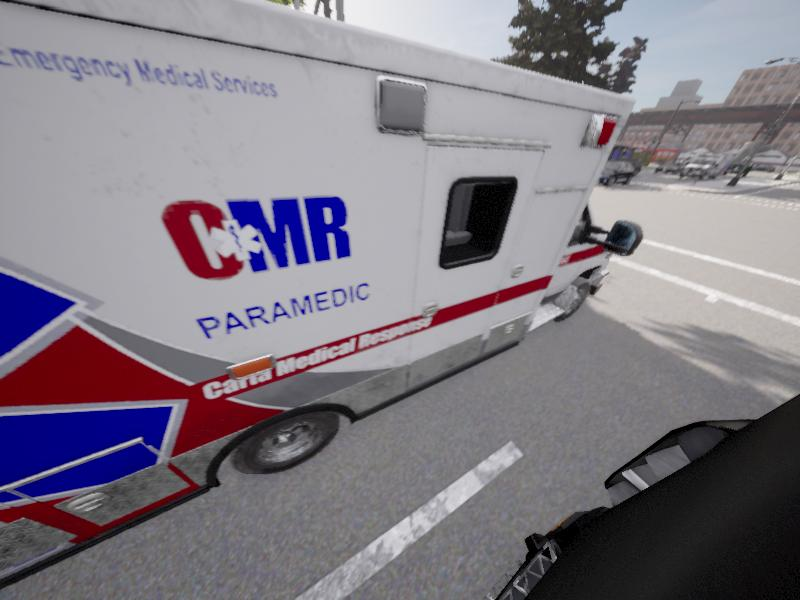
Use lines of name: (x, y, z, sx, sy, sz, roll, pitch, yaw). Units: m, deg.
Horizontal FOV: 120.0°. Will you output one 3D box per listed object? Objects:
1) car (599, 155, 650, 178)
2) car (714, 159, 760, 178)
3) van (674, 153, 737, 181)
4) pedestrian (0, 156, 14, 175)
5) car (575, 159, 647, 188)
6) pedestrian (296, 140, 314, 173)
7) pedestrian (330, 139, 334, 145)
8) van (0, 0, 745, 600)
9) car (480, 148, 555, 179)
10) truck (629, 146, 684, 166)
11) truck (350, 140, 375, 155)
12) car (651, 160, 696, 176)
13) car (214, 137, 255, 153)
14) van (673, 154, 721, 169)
car: (24.250, -14.413, 24.966, 4.605, 1.855, 1.932, -15, 38, -25)
car: (47.809, -18.731, 32.794, 5.566, 2.045, 2.150, -15, 38, -25)
van: (35.419, -15.468, 26.802, 6.366, 2.431, 2.351, -16, 38, -25)
pedestrian: (-18.809, -6.386, 10.387, 0.751, 1.300, 0.751, -15, 38, -25)
car: (16.433, -9.899, 18.025, 4.856, 1.649, 2.033, -15, 38, -25)
pedestrian: (-6.468, -9.823, 15.805, 0.751, 1.860, 0.751, -14, 38, -23)
pedestrian: (-24.392, -56.533, 82.777, 0.751, 1.860, 0.751, -15, 38, -24)
van: (-0.031, -0.559, 2.476, 6.366, 2.431, 2.351, -15, 38, -24)
car: (10.580, -12.752, 21.424, 5.566, 2.045, 2.150, 10, 35, 10)
truck: (66.418, -37.618, 60.183, 2.891, 3.827, 8.468, -15, 38, -24)
truck: (-7.247, -29.066, 44.033, 2.390, 2.098, 6.274, -16, 38, -25)
car: (36.568, -17.706, 30.877, 5.027, 1.651, 2.152, -16, 38, -24)
car: (-20.364, -19.186, 28.583, 3.806, 1.475, 1.970, -15, 38, -24)
van: (67.529, -31.743, 52.762, 1.988, 2.561, 5.915, -15, 38, -24)
